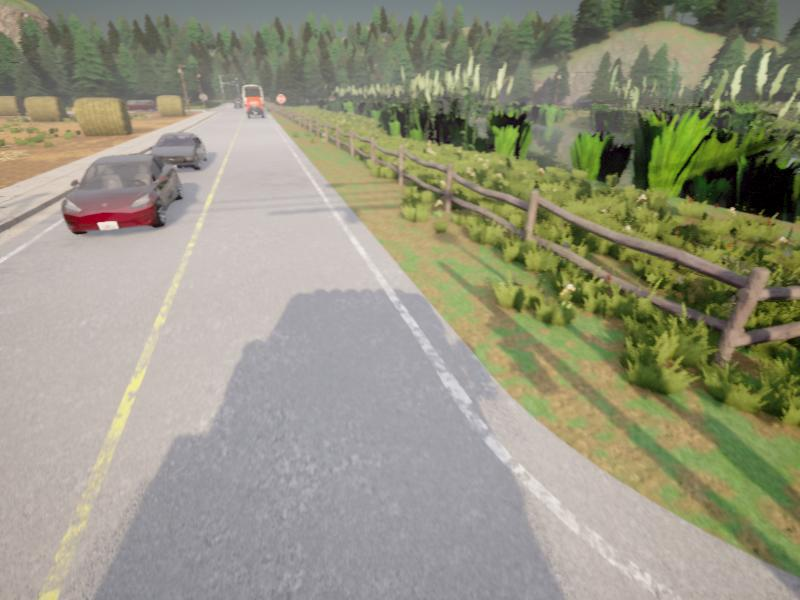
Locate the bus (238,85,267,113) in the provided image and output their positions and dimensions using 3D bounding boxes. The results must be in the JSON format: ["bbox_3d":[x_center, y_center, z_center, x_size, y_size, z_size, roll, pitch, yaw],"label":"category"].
[{"bbox_3d":[-26.711,-36.535,72.643,3.944,4.253,10.273,-9,29,-16],"label":"bus"}]

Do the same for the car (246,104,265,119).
[{"bbox_3d":[-19.998,-26.113,55.328,2.152,1.651,5.027,-9,29,-16],"label":"car"}]

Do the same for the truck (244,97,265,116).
[{"bbox_3d":[-22.702,-30.290,62.493,2.627,2.467,5.204,-9,29,-16],"label":"truck"}]

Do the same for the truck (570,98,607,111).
[{"bbox_3d":[37.384,-38.942,79.594,2.390,2.098,6.274,-12,30,-22],"label":"truck"}]

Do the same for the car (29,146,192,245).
[{"bbox_3d":[-7.321,-3.074,10.858,2.163,1.488,4.792,-9,29,-16],"label":"car"}]

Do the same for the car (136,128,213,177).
[{"bbox_3d":[-10.064,-6.886,18.338,2.033,1.411,5.357,-9,29,-16],"label":"car"}]

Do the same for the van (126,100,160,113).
[{"bbox_3d":[-45.745,-34.521,71.335,4.442,1.987,1.775,-10,29,-18],"label":"van"}]
